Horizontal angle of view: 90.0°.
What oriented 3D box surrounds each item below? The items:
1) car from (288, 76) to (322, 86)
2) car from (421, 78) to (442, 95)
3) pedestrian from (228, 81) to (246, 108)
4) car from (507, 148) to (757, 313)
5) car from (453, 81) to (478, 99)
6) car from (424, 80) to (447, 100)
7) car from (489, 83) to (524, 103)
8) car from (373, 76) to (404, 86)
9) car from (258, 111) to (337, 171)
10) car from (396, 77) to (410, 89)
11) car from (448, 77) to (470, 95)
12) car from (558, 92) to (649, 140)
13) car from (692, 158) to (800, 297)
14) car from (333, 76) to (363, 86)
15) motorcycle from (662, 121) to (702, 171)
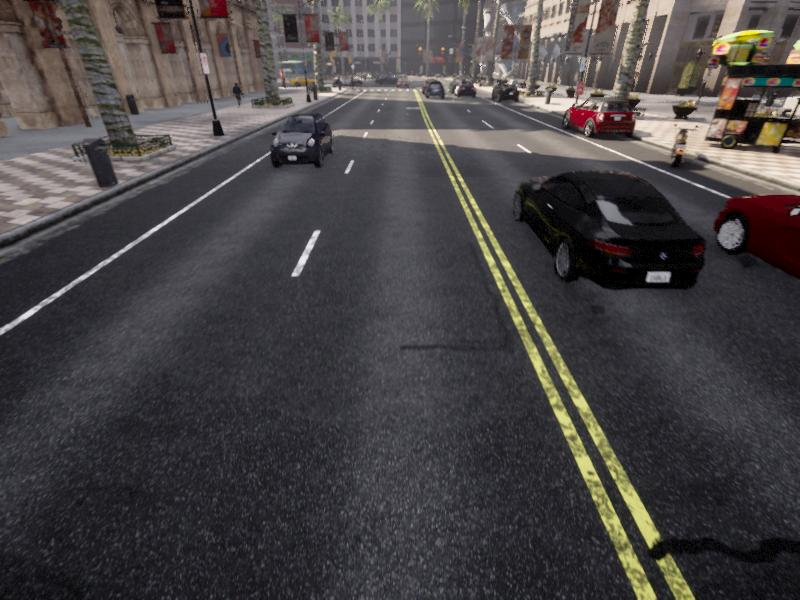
[{"bbox_3d":[-16.279,-37.712,68.842,5.366,1.575,1.801,0,30,0],"label":"car"},{"bbox_3d":[3.836,-26.221,49.127,2.242,1.667,4.611,0,30,0],"label":"car"},{"bbox_3d":[-12.675,-16.049,31.212,0.751,1.860,0.751,0,30,0],"label":"pedestrian"},{"bbox_3d":[3.501,-1.614,7.321,1.812,1.442,4.674,0,30,0],"label":"car"},{"bbox_3d":[7.282,-23.570,44.738,2.038,1.542,4.974,0,30,0],"label":"car"},{"bbox_3d":[3.763,-22.749,43.240,2.033,1.649,4.856,0,30,1],"label":"car"},{"bbox_3d":[10.405,-20.428,39.425,2.163,1.488,4.792,0,30,0],"label":"car"},{"bbox_3d":[-1.962,-39.647,72.334,5.357,1.411,2.033,-20,36,-30],"label":"car"},{"bbox_3d":[-3.497,-5.814,14.409,1.845,1.501,3.633,0,30,0],"label":"car"},{"bbox_3d":[0.510,-34.473,63.411,2.163,1.488,4.792,0,30,0],"label":"car"},{"bbox_3d":[7.348,-26.852,50.083,2.097,1.767,4.553,0,30,1],"label":"car"},{"bbox_3d":[10.098,-9.467,20.395,2.185,1.767,4.553,0,30,0],"label":"car"},{"bbox_3d":[7.002,-0.746,5.745,1.882,1.535,5.008,0,30,0],"label":"car"},{"bbox_3d":[-8.866,-37.867,69.156,4.974,1.542,2.038,-2,30,-4],"label":"car"},{"bbox_3d":[9.947,-5.506,14.191,0.764,1.277,2.356,16,34,26],"label":"motorcycle"}]
